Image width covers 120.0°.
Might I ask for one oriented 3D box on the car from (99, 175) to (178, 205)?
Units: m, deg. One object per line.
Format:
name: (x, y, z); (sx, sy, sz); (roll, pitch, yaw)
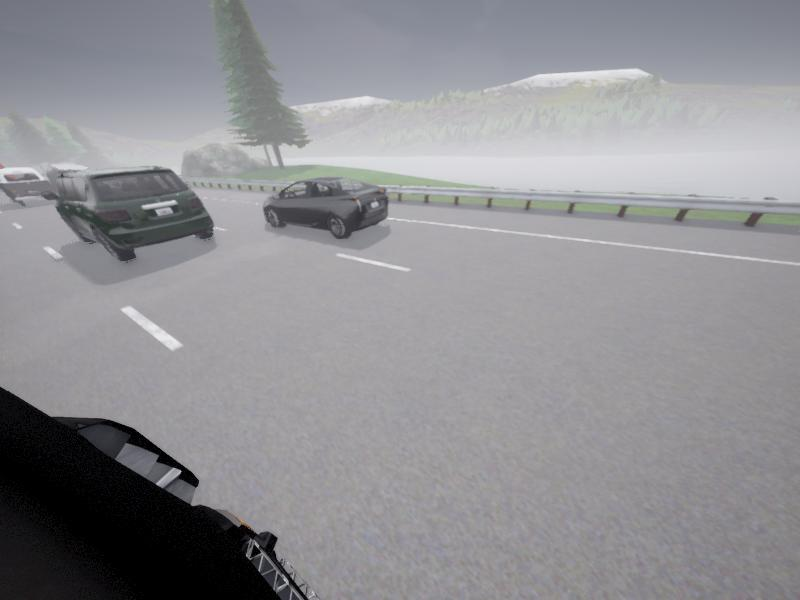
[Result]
car: (-16.721, -7.144, 14.773); (4.718, 1.301, 1.895); (16, 38, 26)

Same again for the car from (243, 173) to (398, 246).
car: (-2.549, -3.163, 7.552); (4.514, 1.525, 2.007); (16, 38, 26)

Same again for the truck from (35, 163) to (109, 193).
truck: (-30.487, -11.434, 21.495); (6.274, 2.098, 2.390); (16, 38, 26)

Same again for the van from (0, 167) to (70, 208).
van: (-24.610, -7.491, 15.168); (4.480, 2.038, 2.069); (16, 38, 26)

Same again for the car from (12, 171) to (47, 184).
car: (-53.563, -17.740, 33.372); (4.718, 1.301, 1.895); (16, 38, 26)

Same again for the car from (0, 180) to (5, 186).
car: (-54.904, -15.969, 30.621); (4.193, 1.474, 1.816); (16, 38, 26)

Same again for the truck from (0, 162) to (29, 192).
truck: (-41.984, -12.660, 23.819); (5.204, 2.467, 2.627); (16, 38, 26)

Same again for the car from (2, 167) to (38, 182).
car: (-59.510, -19.689, 36.210); (4.605, 1.855, 1.932); (16, 38, 26)

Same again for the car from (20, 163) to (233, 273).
car: (-7.963, -2.705, 6.760); (5.566, 2.045, 2.150); (16, 38, 26)
